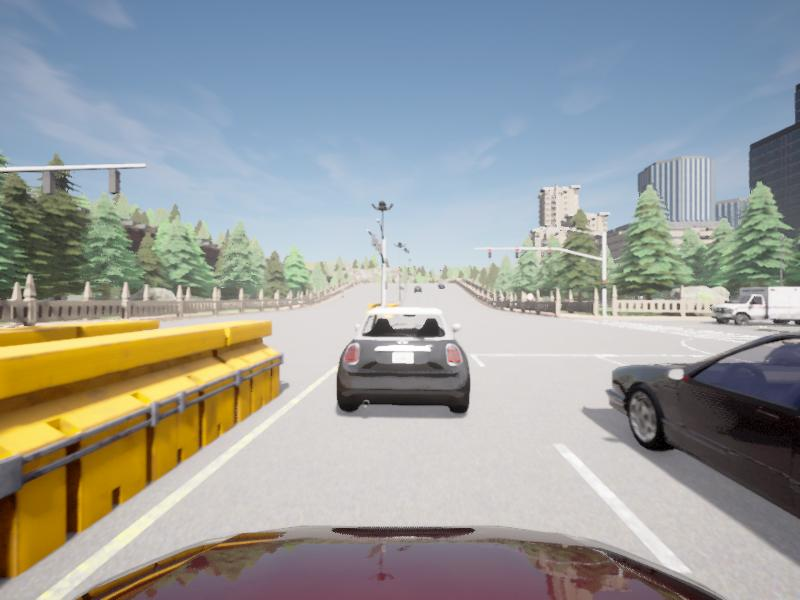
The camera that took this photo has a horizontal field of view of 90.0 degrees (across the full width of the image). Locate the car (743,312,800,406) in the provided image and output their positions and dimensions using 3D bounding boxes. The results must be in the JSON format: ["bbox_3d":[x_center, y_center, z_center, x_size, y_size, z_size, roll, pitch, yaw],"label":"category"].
[{"bbox_3d":[7.034,0.914,5.035,1.994,1.385,4.181,0,0,3],"label":"car"}]

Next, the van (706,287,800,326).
[{"bbox_3d":[24.005,0.409,25.978,6.366,2.431,2.351,0,0,3],"label":"van"}]

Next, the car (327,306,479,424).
[{"bbox_3d":[0.129,0.862,7.093,1.970,1.475,3.806,0,0,3],"label":"car"}]

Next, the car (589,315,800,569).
[{"bbox_3d":[3.412,0.898,2.613,2.033,1.411,5.357,0,0,3],"label":"car"}]
